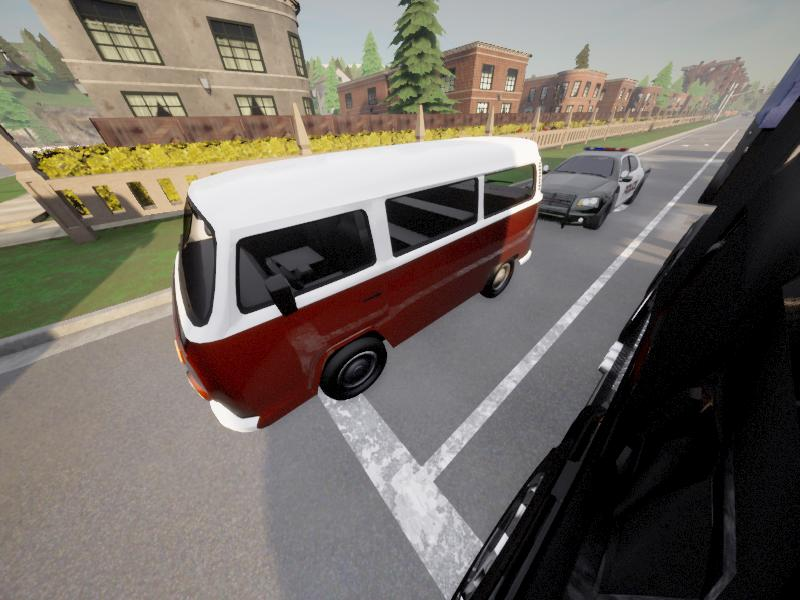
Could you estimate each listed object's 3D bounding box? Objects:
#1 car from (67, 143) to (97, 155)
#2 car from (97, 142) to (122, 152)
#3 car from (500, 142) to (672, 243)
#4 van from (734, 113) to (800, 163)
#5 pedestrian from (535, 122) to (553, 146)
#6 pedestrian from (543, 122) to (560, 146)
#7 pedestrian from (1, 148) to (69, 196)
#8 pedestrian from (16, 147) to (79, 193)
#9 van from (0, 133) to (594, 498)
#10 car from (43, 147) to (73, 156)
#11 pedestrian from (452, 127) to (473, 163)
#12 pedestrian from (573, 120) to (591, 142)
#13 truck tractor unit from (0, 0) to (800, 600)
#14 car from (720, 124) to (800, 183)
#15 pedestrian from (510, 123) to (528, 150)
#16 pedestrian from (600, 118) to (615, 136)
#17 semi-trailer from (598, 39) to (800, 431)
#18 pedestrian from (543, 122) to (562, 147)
[{"bbox_3d":[-73.101,-34.812,53.194,1.932,1.855,4.605,-16,39,-17],"label":"car"},{"bbox_3d":[-71.171,-37.504,56.674,1.905,1.878,3.866,-16,39,-17],"label":"car"},{"bbox_3d":[5.278,-3.335,6.488,4.974,1.542,2.038,-28,44,-30],"label":"car"},{"bbox_3d":[20.804,-9.061,12.778,4.442,1.987,1.775,-28,44,-30],"label":"van"},{"bbox_3d":[13.919,-16.031,22.334,0.751,1.860,0.751,3,37,7],"label":"pedestrian"},{"bbox_3d":[14.527,-15.905,22.129,0.751,1.860,0.751,24,44,31],"label":"pedestrian"},{"bbox_3d":[-17.198,-6.062,10.978,0.751,1.860,0.751,-29,44,-31],"label":"pedestrian"},{"bbox_3d":[-17.530,-6.492,11.574,0.751,1.860,0.751,-30,44,-31],"label":"pedestrian"},{"bbox_3d":[-0.050,-0.701,2.878,4.480,2.038,2.069,-28,44,-30],"label":"van"},{"bbox_3d":[-75.739,-32.999,51.265,1.816,1.474,4.193,-16,39,-17],"label":"car"},{"bbox_3d":[3.963,-9.892,14.761,0.751,1.860,0.751,-28,43,-29],"label":"pedestrian"},{"bbox_3d":[19.762,-18.394,25.123,0.751,1.860,0.751,-29,44,-30],"label":"pedestrian"},{"bbox_3d":[2.645,-0.295,0.351,6.516,4.208,3.053,-28,44,-30],"label":"truck tractor unit"},{"bbox_3d":[16.057,-6.373,9.801,5.027,1.651,2.152,-28,44,-30],"label":"car"},{"bbox_3d":[10.256,-14.063,19.936,0.751,1.860,0.751,-27,43,-29],"label":"pedestrian"},{"bbox_3d":[28.438,-23.733,31.710,0.751,1.860,0.751,-29,44,-30],"label":"pedestrian"},{"bbox_3d":[8.699,-3.606,4.223,14.254,4.402,2.717,-28,44,-30],"label":"semi-trailer"},{"bbox_3d":[13.991,-15.194,21.212,0.751,1.860,0.751,-28,44,-30],"label":"pedestrian"}]
